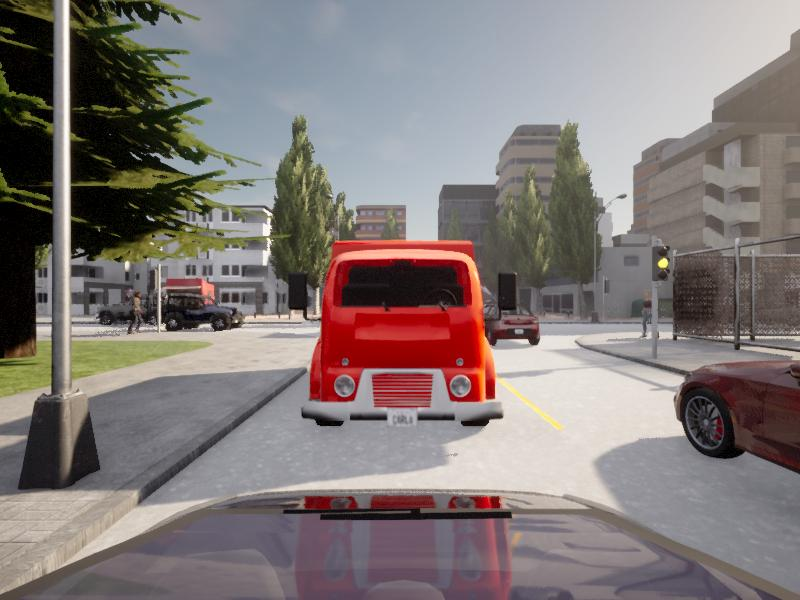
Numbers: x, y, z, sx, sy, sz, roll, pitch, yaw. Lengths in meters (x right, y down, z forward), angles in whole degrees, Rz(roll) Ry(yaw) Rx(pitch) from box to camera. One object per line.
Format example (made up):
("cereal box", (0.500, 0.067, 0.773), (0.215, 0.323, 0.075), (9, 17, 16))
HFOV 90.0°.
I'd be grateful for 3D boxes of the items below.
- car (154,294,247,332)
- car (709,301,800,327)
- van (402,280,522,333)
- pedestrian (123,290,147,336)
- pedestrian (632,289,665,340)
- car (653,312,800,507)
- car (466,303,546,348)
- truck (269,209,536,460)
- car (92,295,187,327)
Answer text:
("car", (-10.170, 0.645, 20.615), (3.866, 1.878, 1.905), (0, 0, 0))
("car", (22.111, 0.829, 24.690), (4.514, 1.525, 2.007), (0, 0, 0))
("van", (3.047, 0.322, 20.634), (5.915, 2.561, 1.988), (0, 0, 0))
("pedestrian", (-11.047, 0.534, 16.688), (0.751, 1.860, 0.751), (0, 0, -28))
("pedestrian", (9.364, 0.525, 15.074), (0.751, 1.860, 0.751), (0, 0, -9))
("car", (3.987, 0.870, 2.524), (1.812, 1.442, 4.674), (0, 0, 0))
("car", (3.879, 0.854, 15.398), (1.816, 1.474, 4.193), (0, 0, -3))
("truck", (0.042, 0.365, 6.543), (2.627, 2.467, 5.204), (0, -1, 0))
("car", (-15.919, 0.650, 24.614), (4.605, 1.855, 1.932), (0, 0, 0))
